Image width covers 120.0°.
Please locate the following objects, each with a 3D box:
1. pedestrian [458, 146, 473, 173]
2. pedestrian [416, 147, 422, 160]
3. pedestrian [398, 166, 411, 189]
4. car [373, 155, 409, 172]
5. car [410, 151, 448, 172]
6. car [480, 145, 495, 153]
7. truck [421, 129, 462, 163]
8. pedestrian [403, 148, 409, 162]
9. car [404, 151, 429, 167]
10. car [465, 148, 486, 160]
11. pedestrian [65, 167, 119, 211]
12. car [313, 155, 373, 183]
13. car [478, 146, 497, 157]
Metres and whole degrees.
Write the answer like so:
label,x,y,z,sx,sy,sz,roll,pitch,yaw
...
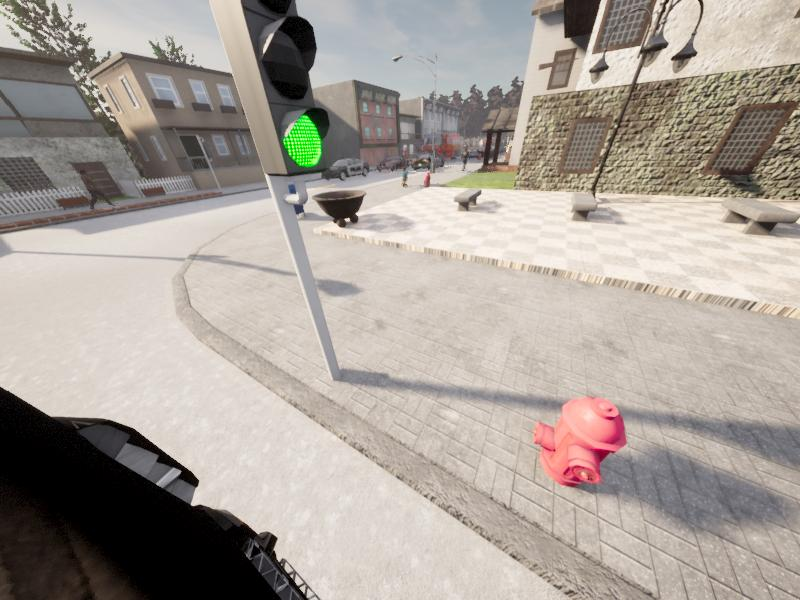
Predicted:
label,x,y,z,sx,sy,sz,roll,pitch,yaw
pedestrian,5.401,-11.675,19.179,0.751,1.860,0.751,21,40,31
pedestrian,3.271,-25.252,39.769,0.751,1.860,0.751,15,38,25
pedestrian,0.274,-6.914,13.078,0.500,1.100,0.500,19,39,30
car,-0.860,-15.216,25.661,1.994,1.385,4.181,16,38,26
car,3.212,-14.867,24.684,2.038,1.542,4.974,16,38,26
car,21.447,-37.001,56.636,2.163,1.488,4.792,16,38,26
truck,6.458,-23.421,35.227,2.891,3.827,8.468,16,38,26
pedestrian,0.940,-23.013,36.577,0.751,1.860,0.751,11,36,20
car,2.185,-18.253,29.830,1.789,1.549,3.705,16,38,26
car,12.258,-23.642,37.339,1.994,1.385,4.181,16,38,26
pedestrian,-15.333,-5.553,11.550,0.751,1.860,0.751,16,38,26
car,-4.764,-11.604,20.277,1.930,1.638,5.238,15,38,25
car,16.249,-27.555,42.899,2.033,1.411,5.357,16,38,26
